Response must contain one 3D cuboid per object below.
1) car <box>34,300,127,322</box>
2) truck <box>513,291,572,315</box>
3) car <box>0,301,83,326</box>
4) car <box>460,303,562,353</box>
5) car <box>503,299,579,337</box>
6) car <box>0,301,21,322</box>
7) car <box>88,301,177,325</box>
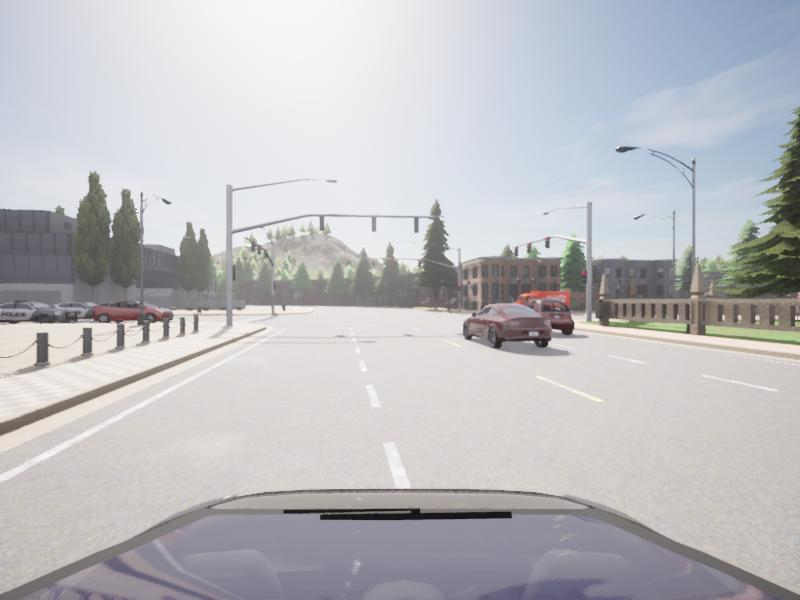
[{"bbox_3d":[-23.417,0.805,29.527,4.974,1.542,2.038,0,0,-9],"label":"car"},{"bbox_3d":[15.022,0.322,42.356,5.204,2.467,2.627,0,0,-8],"label":"truck"},{"bbox_3d":[-23.952,0.807,25.909,4.974,1.542,2.038,0,0,-9],"label":"car"},{"bbox_3d":[3.702,0.859,14.375,1.812,1.442,4.674,0,0,-8],"label":"car"},{"bbox_3d":[6.587,0.773,19.180,1.851,1.617,3.988,0,0,-6],"label":"car"},{"bbox_3d":[-30.323,0.808,28.495,4.514,1.525,2.007,0,0,-9],"label":"car"},{"bbox_3d":[-17.776,0.809,26.769,4.514,1.525,2.007,0,0,-7],"label":"car"}]
